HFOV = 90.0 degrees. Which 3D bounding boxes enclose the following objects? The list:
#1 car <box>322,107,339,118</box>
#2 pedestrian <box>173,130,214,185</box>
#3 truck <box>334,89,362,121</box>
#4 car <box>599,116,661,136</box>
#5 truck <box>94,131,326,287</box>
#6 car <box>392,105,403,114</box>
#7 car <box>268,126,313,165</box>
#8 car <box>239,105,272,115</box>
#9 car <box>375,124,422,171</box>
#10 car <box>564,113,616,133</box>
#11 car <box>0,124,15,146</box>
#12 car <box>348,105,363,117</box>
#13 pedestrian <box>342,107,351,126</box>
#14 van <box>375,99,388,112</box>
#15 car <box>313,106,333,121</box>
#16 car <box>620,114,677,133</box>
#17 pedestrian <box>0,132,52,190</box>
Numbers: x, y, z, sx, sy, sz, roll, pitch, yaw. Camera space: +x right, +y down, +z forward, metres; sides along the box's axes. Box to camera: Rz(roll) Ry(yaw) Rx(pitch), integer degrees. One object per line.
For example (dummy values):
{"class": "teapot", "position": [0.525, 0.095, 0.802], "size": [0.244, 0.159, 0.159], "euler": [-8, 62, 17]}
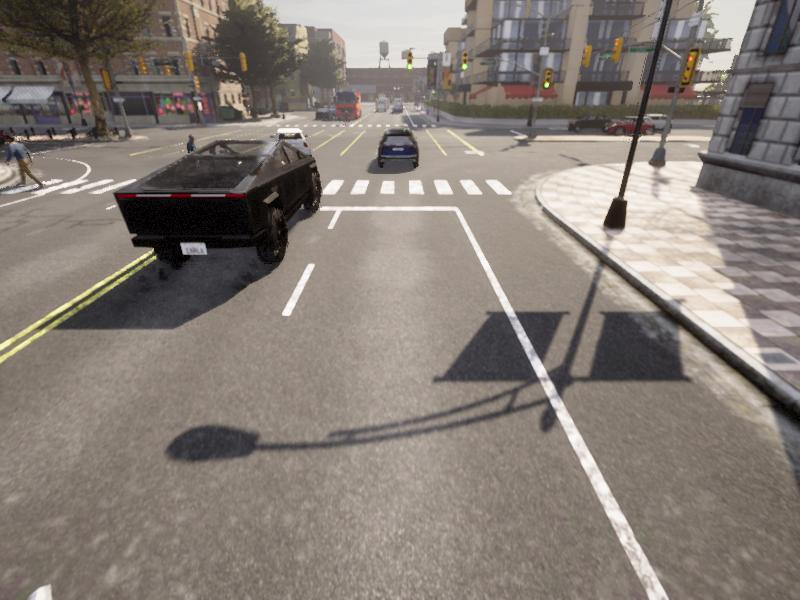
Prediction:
{"class": "car", "position": [-10.762, -29.266, 62.318], "size": [1.812, 1.442, 4.674], "euler": [0, 27, 0]}
{"class": "pedestrian", "position": [-7.722, -5.346, 15.030], "size": [0.751, 1.860, 0.751], "euler": [2, 27, 3]}
{"class": "truck", "position": [-7.247, -27.877, 56.987], "size": [2.891, 3.827, 8.468], "euler": [0, 27, 0]}
{"class": "car", "position": [19.358, -14.724, 33.823], "size": [3.806, 1.475, 1.970], "euler": [0, 27, 0]}
{"class": "truck", "position": [-3.536, -2.594, 9.437], "size": [2.390, 2.098, 6.274], "euler": [0, 27, 0]}
{"class": "car", "position": [-0.434, -36.053, 75.648], "size": [1.994, 1.385, 4.181], "euler": [0, 27, 0]}
{"class": "car", "position": [-5.859, -8.300, 21.279], "size": [1.970, 1.475, 3.806], "euler": [-8, 28, -15]}
{"class": "car", "position": [-25.601, -33.668, 70.841], "size": [4.974, 1.542, 2.038], "euler": [0, 27, 1]}
{"class": "car", "position": [-0.082, -7.745, 20.025], "size": [2.033, 1.649, 4.856], "euler": [0, 27, 0]}
{"class": "car", "position": [17.430, -16.352, 36.925], "size": [3.705, 1.549, 1.789], "euler": [0, 27, 0]}
{"class": "car", "position": [-29.251, -11.026, 26.826], "size": [4.718, 1.301, 1.895], "euler": [0, 27, 0]}
{"class": "car", "position": [-7.276, -30.919, 65.397], "size": [1.801, 1.575, 5.366], "euler": [0, 27, 0]}
{"class": "pedestrian", "position": [-5.842, -20.167, 44.011], "size": [0.751, 1.860, 0.751], "euler": [0, 27, 1]}
{"class": "van", "position": [-3.854, -40.952, 84.074], "size": [2.351, 2.431, 6.366], "euler": [0, 27, 0]}
{"class": "car", "position": [-10.739, -26.286, 56.274], "size": [1.930, 1.638, 5.238], "euler": [0, 27, -1]}
{"class": "car", "position": [22.862, -16.315, 36.932], "size": [3.806, 1.475, 1.970], "euler": [0, 27, 0]}
{"class": "pedestrian", "position": [-13.390, -4.914, 14.190], "size": [0.751, 1.860, 0.751], "euler": [0, 27, -1]}
